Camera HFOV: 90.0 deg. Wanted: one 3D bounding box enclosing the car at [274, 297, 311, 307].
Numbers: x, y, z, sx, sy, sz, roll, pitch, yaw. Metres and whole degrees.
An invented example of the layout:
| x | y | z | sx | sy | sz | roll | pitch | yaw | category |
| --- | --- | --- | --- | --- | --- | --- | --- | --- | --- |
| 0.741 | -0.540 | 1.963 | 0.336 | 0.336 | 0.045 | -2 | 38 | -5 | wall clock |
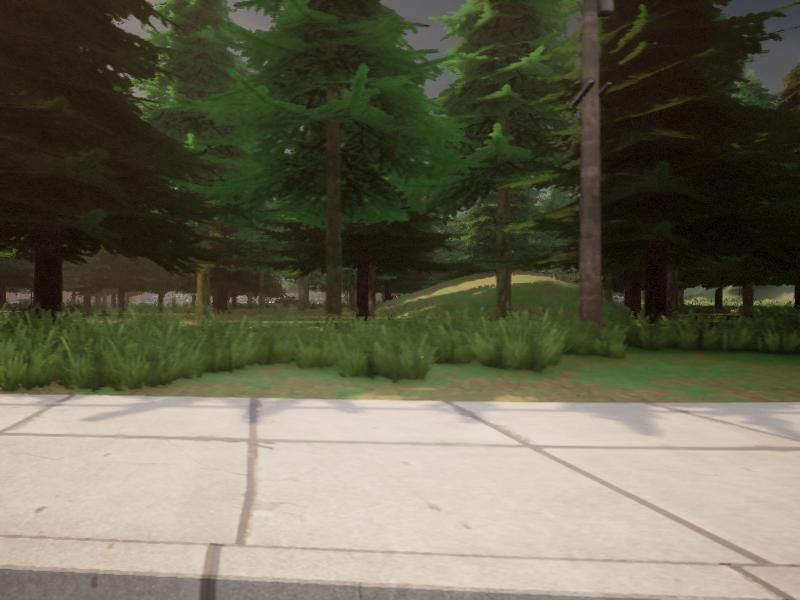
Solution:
| x | y | z | sx | sy | sz | roll | pitch | yaw | category |
| --- | --- | --- | --- | --- | --- | --- | --- | --- | --- |
| -16.025 | 0.261 | 59.896 | 5.008 | 1.535 | 1.882 | 0 | 0 | 3 | car |
